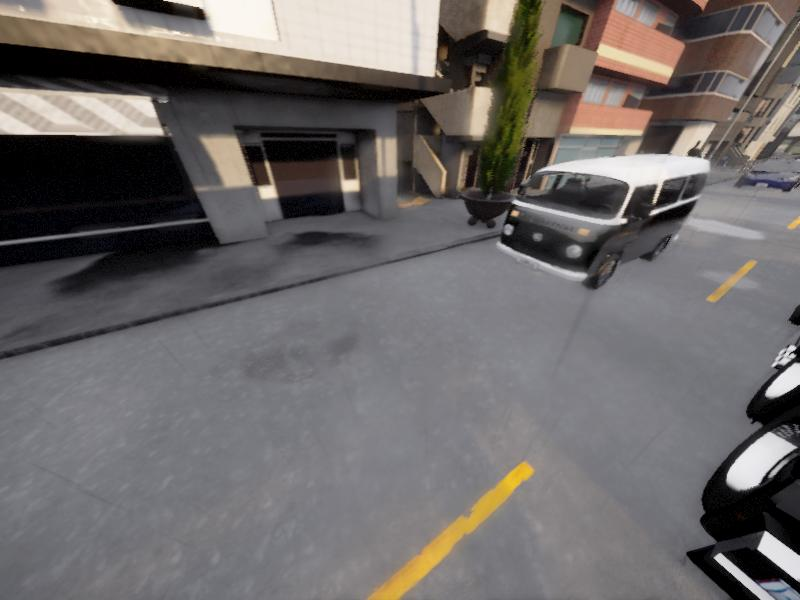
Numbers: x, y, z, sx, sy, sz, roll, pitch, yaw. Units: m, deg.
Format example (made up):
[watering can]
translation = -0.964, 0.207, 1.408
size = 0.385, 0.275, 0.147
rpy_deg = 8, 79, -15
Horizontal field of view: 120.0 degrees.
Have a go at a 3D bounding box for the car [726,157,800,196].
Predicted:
[car]
translation = 21.586, -7.183, 13.215
size = 4.792, 1.488, 2.163
rpy_deg = -18, 39, -24

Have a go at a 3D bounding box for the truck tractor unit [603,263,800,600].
[truck tractor unit]
translation = 5.106, -0.306, 0.785
size = 6.516, 4.208, 3.053
rpy_deg = -18, 39, -24

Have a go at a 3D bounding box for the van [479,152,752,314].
[van]
translation = 4.244, -1.765, 4.790
size = 4.480, 2.038, 2.069
rpy_deg = -18, 39, -24
